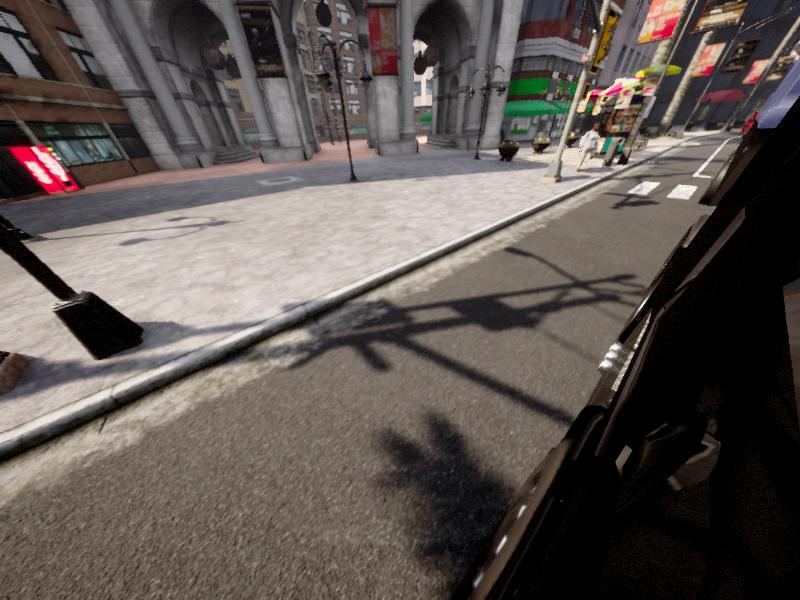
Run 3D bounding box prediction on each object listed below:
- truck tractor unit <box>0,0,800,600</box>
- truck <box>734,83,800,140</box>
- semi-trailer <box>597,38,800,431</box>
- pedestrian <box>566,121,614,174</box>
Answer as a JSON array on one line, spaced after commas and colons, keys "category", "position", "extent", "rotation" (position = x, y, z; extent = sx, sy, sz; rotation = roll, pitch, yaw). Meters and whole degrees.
[{"category": "truck tractor unit", "position": [2.645, -0.295, 0.351], "extent": [6.516, 4.208, 3.053], "rotation": [-28, 44, -30]}, {"category": "truck", "position": [36.558, -17.668, 21.716], "extent": [8.468, 3.827, 2.891], "rotation": [-20, 40, -22]}, {"category": "semi-trailer", "position": [8.713, -3.596, 4.212], "extent": [14.254, 4.402, 2.717], "rotation": [-28, 44, -30]}, {"category": "pedestrian", "position": [8.318, -6.699, 10.210], "extent": [0.751, 1.860, 0.751], "rotation": [-6, 37, -5]}]
